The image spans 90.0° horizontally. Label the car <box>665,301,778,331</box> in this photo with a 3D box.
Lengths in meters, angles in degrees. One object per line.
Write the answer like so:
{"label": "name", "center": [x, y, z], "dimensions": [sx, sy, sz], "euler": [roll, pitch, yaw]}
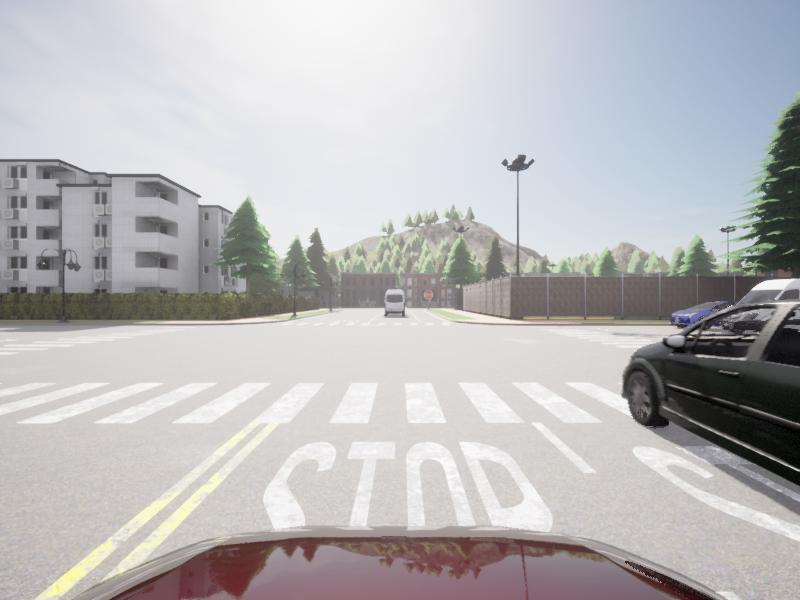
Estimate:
{"label": "car", "center": [17.251, 0.828, 21.636], "dimensions": [4.514, 1.525, 2.007], "euler": [0, 0, 1]}

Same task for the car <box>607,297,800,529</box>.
{"label": "car", "center": [3.787, 0.789, 3.748], "dimensions": [1.851, 1.617, 3.988], "euler": [0, 0, 4]}

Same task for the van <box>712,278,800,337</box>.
{"label": "van", "center": [17.912, 0.322, 18.135], "dimensions": [5.915, 2.561, 1.988], "euler": [0, 0, 1]}

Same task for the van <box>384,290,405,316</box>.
{"label": "van", "center": [-0.507, 0.305, 41.811], "dimensions": [1.988, 2.561, 5.915], "euler": [0, 0, 0]}
